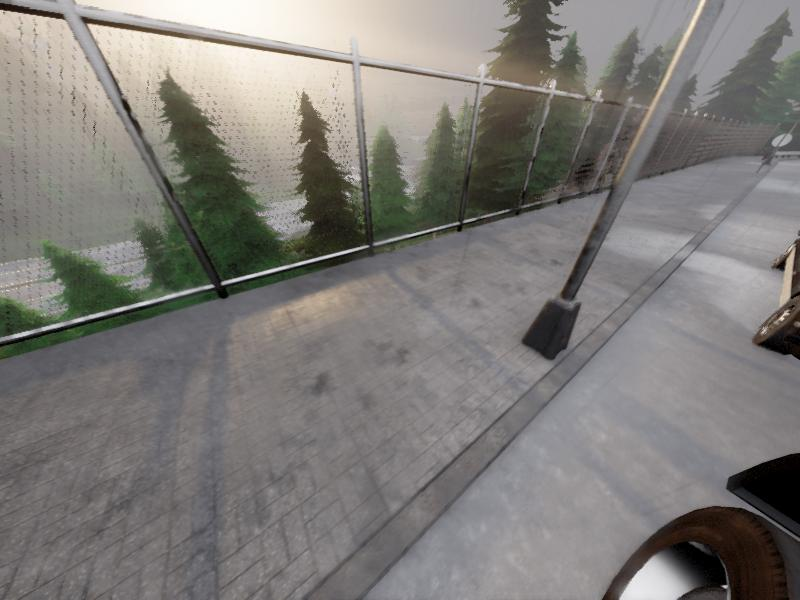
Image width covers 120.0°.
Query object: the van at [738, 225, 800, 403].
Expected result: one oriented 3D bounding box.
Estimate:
[{"bbox_3d":[6.884,-0.696,2.640,5.915,2.561,1.988,-22,41,-28],"label":"van"}]
